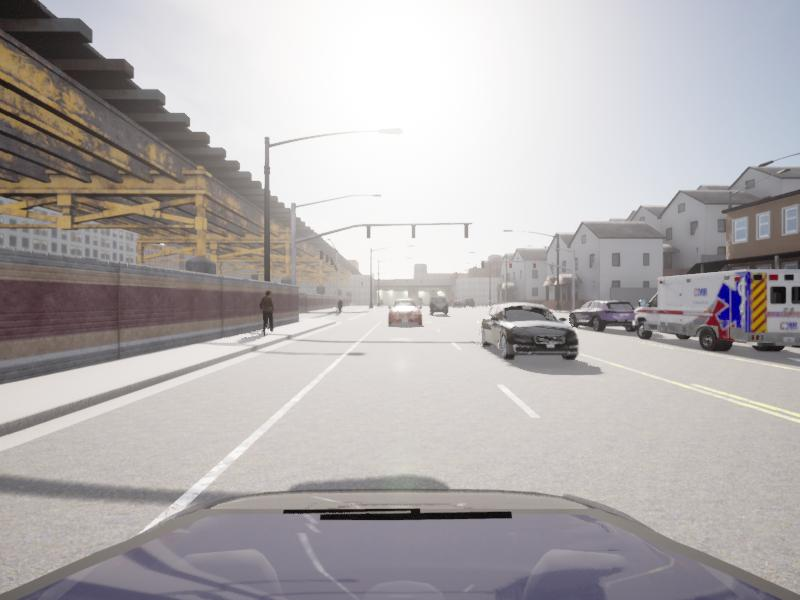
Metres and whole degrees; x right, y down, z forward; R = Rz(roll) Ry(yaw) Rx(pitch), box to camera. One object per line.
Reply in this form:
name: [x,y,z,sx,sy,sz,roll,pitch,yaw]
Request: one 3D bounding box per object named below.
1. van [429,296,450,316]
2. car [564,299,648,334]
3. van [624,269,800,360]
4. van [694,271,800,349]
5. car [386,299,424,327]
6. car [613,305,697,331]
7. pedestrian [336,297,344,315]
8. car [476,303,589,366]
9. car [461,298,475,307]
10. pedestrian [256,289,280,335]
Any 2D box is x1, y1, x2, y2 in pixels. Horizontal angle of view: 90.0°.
van: [4.014,0.597,41.281,1.775,1.987,4.442,0,0,1]
car: [10.773,0.778,21.404,2.033,1.649,4.856,0,0,1]
van: [10.684,0.378,13.842,2.351,2.431,6.366,0,0,1]
van: [14.186,0.322,15.030,1.988,2.561,5.915,0,0,1]
car: [0.330,0.756,26.128,2.242,1.667,4.611,0,0,1]
car: [14.186,0.944,22.643,1.895,1.301,4.718,0,0,2]
pedestrian: [-6.389,0.637,42.779,0.751,1.860,0.751,0,0,0]
car: [3.661,0.844,12.081,1.837,1.490,4.892,0,0,1]
car: [15.089,0.572,88.748,2.150,2.045,5.566,0,0,1]
pedestrian: [-5.382,0.485,16.342,0.751,1.860,0.751,0,0,1]
